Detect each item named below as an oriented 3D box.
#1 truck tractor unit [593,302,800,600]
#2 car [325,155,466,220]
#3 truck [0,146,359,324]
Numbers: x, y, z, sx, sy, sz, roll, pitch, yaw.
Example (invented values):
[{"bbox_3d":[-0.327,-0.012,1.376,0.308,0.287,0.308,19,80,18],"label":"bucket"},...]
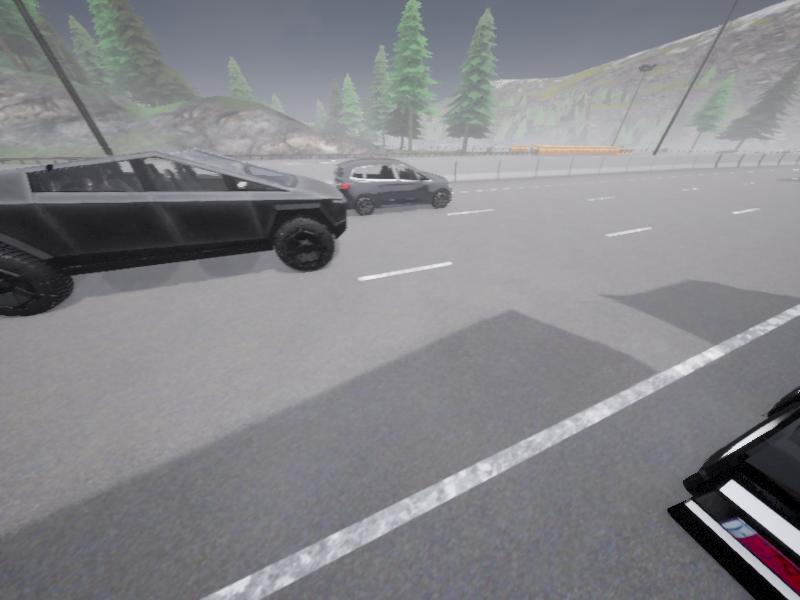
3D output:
[{"bbox_3d":[5.229,-0.162,0.591,6.516,4.208,3.053,-13,37,-18],"label":"truck tractor unit"},{"bbox_3d":[-0.226,-4.444,8.828,4.611,1.667,2.242,-12,37,-17],"label":"car"},{"bbox_3d":[-4.229,-1.601,4.360,6.274,2.098,2.390,-12,37,-17],"label":"truck"}]
